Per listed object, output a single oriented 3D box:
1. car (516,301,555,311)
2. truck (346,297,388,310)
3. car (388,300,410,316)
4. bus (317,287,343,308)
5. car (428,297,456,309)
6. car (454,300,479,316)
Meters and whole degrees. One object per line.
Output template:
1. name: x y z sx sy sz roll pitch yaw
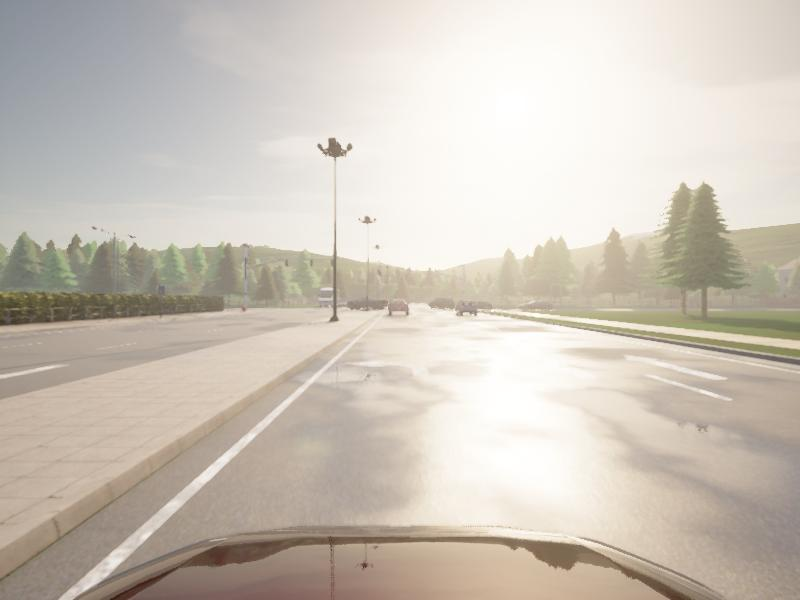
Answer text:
1. car: 19.475 0.837 57.570 4.902 1.511 2.128 0 0 0
2. truck: -5.382 0.543 64.747 6.274 2.098 2.390 0 0 21
3. car: -0.124 0.781 42.074 2.152 1.651 5.027 0 0 0
4. bus: -15.298 -0.538 88.098 3.944 4.253 10.273 0 0 0
5. car: 7.350 0.572 70.788 2.150 2.045 5.566 0 0 -29
6. car: 6.881 0.788 41.647 1.851 1.617 3.988 0 0 0
